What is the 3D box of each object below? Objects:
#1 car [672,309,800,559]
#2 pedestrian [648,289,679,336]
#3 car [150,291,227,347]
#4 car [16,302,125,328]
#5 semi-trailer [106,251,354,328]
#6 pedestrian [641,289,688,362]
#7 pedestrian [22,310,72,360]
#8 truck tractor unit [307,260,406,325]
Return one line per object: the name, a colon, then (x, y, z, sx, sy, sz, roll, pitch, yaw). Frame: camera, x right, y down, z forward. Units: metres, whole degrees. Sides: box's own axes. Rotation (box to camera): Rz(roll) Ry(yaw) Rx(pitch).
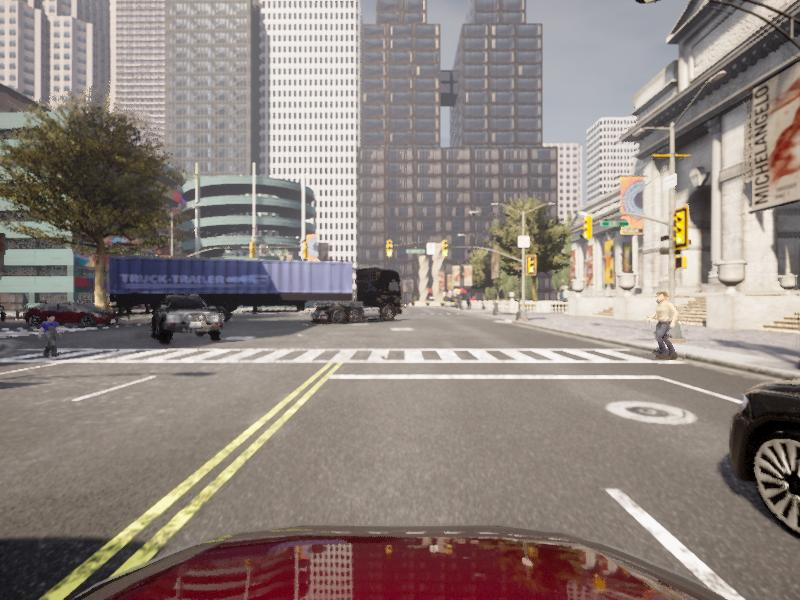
car: (3.510, 0.839, 1.178, 2.128, 1.511, 4.902, 0, 0, 1)
pedestrian: (10.674, 0.507, 16.238, 0.751, 1.860, 0.751, 0, 0, -3)
car: (-8.446, 0.675, 15.746, 1.932, 1.855, 4.605, 3, -2, -37)
car: (-19.710, 0.883, 24.138, 4.792, 1.488, 2.163, 0, 0, -1)
semi-trailer: (-10.284, -0.588, 26.129, 14.254, 4.402, 2.717, 0, 0, -17)
pedestrian: (6.965, 0.652, 10.550, 0.751, 1.860, 0.751, 0, 0, 2)
pedestrian: (-9.701, 0.932, 11.012, 0.751, 1.300, 0.751, 0, 0, 13)
truck tractor unit: (-3.054, -0.486, 29.088, 6.516, 4.208, 3.053, 0, 0, -39)
